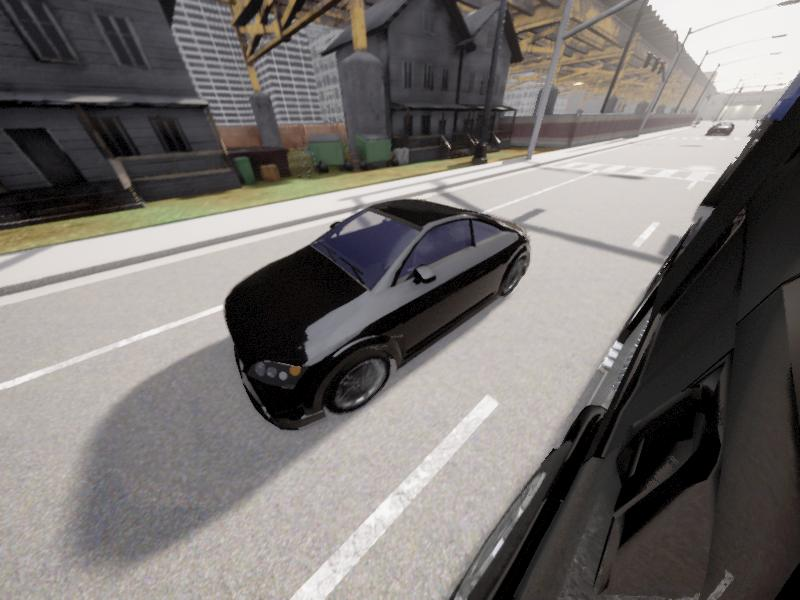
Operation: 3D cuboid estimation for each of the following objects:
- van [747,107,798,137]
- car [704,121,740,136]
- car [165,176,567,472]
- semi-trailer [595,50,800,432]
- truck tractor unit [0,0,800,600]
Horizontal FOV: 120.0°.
[{"bbox_3d":[43.426,-20.848,27.083,5.915,2.561,1.988,-28,44,-30],"label":"van"},{"bbox_3d":[41.480,-22.090,29.777,4.181,1.385,1.994,-26,43,-29],"label":"car"},{"bbox_3d":[-0.013,-0.475,3.073,4.181,1.385,1.994,-28,44,-30],"label":"car"},{"bbox_3d":[8.784,-3.530,4.161,14.254,4.402,2.717,-27,45,-29],"label":"semi-trailer"},{"bbox_3d":[2.645,-0.295,0.352,6.516,4.208,3.053,-28,44,-30],"label":"truck tractor unit"}]
